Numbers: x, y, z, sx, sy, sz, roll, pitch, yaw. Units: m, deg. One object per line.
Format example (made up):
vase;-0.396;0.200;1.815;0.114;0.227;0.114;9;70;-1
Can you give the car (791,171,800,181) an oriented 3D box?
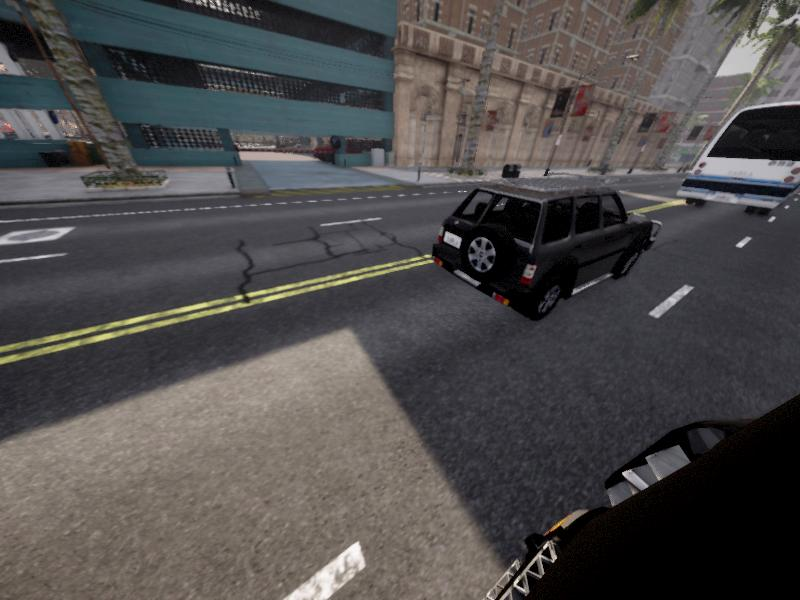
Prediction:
car;66.585;-20.353;37.767;5.366;1.575;1.801;-17;39;-26

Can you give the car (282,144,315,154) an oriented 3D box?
car;-17.208;-25.636;39.182;4.718;1.301;1.895;-17;39;-27

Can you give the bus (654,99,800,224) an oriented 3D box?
bus;19.535;-7.383;12.517;10.273;4.253;3.944;-17;39;-27

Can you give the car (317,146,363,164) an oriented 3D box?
car;-6.865;-16.719;26.672;4.514;1.523;2.007;-17;39;-27

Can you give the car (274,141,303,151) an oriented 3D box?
car;-22.859;-31.545;47.424;4.786;1.482;2.161;-17;39;-27

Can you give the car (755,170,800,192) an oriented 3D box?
car;38.838;-12.127;23.380;5.027;1.651;2.152;-17;39;-27

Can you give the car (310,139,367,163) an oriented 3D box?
car;-6.898;-17.029;26.427;5.566;2.045;2.435;-17;39;-27

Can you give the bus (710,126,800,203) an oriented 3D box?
bus;30.315;-10.674;18.221;10.273;4.253;3.944;-17;39;-27

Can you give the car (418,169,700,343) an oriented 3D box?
car;2.864;-1.262;4.293;4.605;1.855;1.932;-17;39;-27

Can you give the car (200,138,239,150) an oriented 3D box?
car;-30.627;-26.525;39.315;4.902;1.511;2.128;-17;39;-27

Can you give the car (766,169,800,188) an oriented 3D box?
car;45.835;-14.240;27.048;5.027;1.651;2.152;-16;38;-26
